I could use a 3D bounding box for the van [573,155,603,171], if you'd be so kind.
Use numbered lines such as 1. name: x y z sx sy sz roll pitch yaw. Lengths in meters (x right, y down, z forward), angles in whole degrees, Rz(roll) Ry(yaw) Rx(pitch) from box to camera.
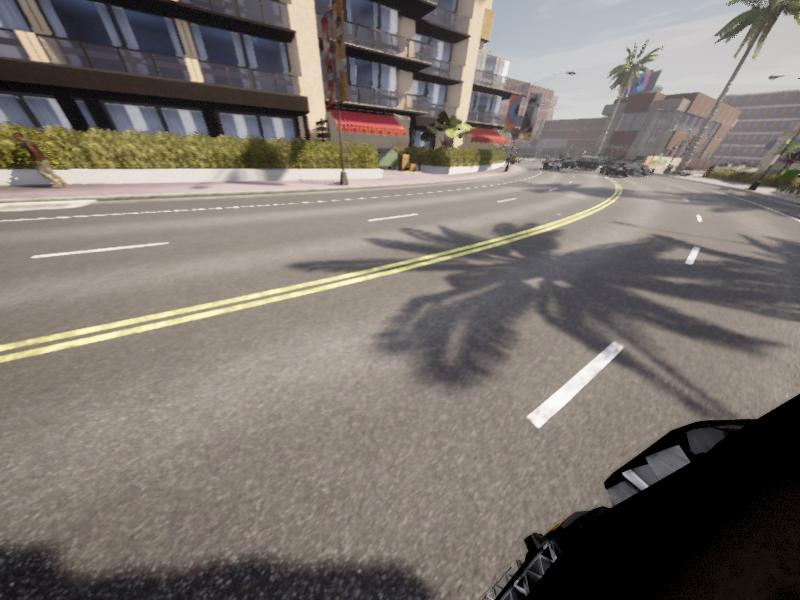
1. van: 30.904 -22.661 38.221 1.775 1.987 4.442 8 34 8

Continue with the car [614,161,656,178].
1. car: 32.707 -18.441 32.402 2.152 1.651 5.027 13 35 15

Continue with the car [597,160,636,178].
1. car: 27.845 -17.026 29.878 2.242 1.667 4.611 17 36 19

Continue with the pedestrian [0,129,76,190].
1. pedestrian: -13.559 -5.247 8.690 0.751 1.860 0.751 -22 41 -32

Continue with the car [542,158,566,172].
1. car: 22.164 -19.571 33.409 1.970 1.475 3.806 14 35 16

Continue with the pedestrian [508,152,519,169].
1. pedestrian: 14.921 -18.341 30.362 0.751 1.860 0.751 16 36 19

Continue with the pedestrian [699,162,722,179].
1. pedestrian: 41.639 -17.390 30.989 0.751 1.860 0.751 11 35 11

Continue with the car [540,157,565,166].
1. car: 31.423 -28.697 47.801 1.994 1.385 4.181 -1 34 -6

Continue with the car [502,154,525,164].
1. car: 24.231 -30.415 49.694 1.837 1.490 4.892 -3 34 -9

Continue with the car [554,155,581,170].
1. car: 27.510 -22.749 38.177 1.905 1.878 3.866 8 34 8
